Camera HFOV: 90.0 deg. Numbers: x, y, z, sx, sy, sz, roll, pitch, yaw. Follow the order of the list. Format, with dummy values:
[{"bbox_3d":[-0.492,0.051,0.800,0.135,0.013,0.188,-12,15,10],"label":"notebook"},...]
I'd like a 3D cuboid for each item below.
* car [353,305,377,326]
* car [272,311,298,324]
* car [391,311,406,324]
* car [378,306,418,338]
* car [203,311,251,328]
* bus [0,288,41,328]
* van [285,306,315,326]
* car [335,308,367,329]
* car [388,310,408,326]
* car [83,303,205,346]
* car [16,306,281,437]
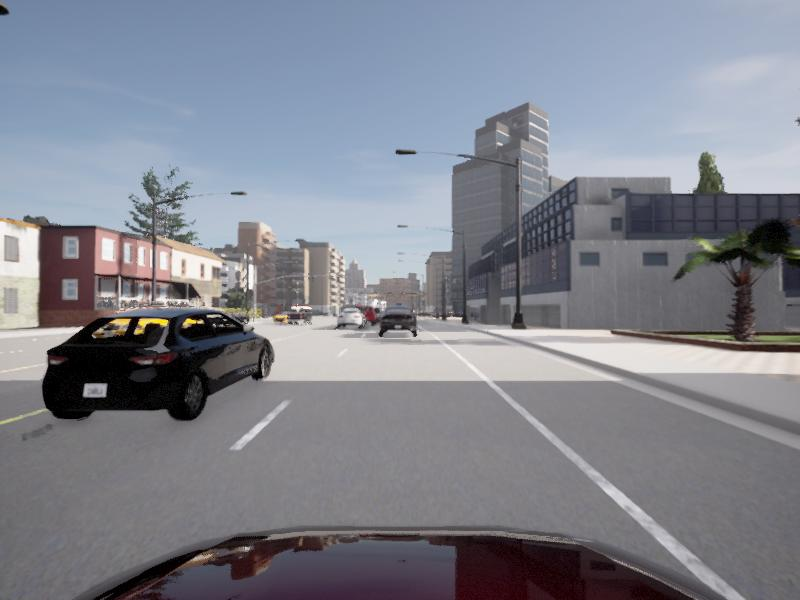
[{"bbox_3d":[-3.683,1.692,43.035,2.150,2.045,5.566,0,-3,0],"label":"car"},{"bbox_3d":[-14.183,2.207,49.625,1.882,1.535,5.008,0,-2,0],"label":"car"},{"bbox_3d":[-0.220,2.290,53.476,1.930,1.638,5.238,0,-2,0],"label":"car"},{"bbox_3d":[-0.089,1.077,21.098,1.837,1.490,4.892,0,-2,0],"label":"car"},{"bbox_3d":[-14.106,1.606,32.886,1.895,1.301,4.718,0,-3,0],"label":"car"},{"bbox_3d":[-45.400,0.902,42.662,3.944,4.253,10.273,-1,-1,45],"label":"bus"},{"bbox_3d":[-10.656,1.693,42.857,2.069,2.038,4.480,0,-3,0],"label":"van"},{"bbox_3d":[-3.608,1.417,30.264,1.812,1.442,4.674,0,-3,0],"label":"car"},{"bbox_3d":[-0.158,1.821,40.153,1.882,1.535,5.008,0,-3,0],"label":"car"},{"bbox_3d":[-10.557,0.942,17.161,1.801,1.575,5.366,0,-1,0],"label":"car"},{"bbox_3d":[-3.560,0.864,6.757,1.816,1.474,4.193,0,0,0],"label":"car"}]
